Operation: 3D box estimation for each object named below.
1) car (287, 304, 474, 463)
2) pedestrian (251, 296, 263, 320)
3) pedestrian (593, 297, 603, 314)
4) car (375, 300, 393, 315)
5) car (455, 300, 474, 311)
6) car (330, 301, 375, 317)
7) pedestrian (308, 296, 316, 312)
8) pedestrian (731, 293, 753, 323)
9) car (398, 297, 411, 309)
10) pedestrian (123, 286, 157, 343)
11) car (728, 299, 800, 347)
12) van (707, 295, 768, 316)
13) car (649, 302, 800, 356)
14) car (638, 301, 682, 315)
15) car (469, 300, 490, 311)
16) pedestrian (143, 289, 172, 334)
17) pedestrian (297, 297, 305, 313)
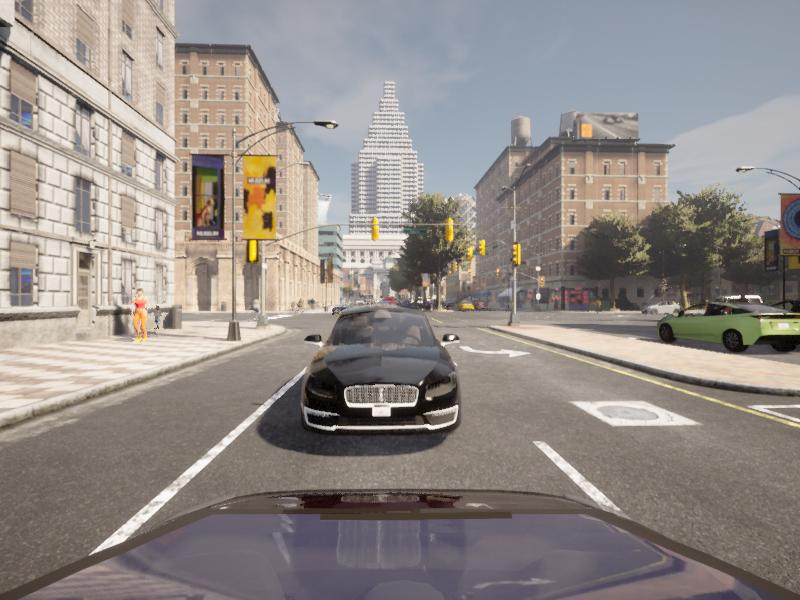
[{"bbox_3d":[-0.274,0.843,6.384,1.837,1.490,4.892,0,0,-2],"label":"car"},{"bbox_3d":[-11.092,0.635,31.044,0.751,1.860,0.751,0,0,-7],"label":"pedestrian"},{"bbox_3d":[21.673,0.634,43.727,0.751,1.860,0.751,0,0,9],"label":"pedestrian"},{"bbox_3d":[-1.750,0.819,44.203,1.882,1.535,5.008,0,0,-2],"label":"car"},{"bbox_3d":[9.251,0.796,57.785,1.801,1.575,5.366,0,0,-2],"label":"car"},{"bbox_3d":[-4.474,0.850,37.903,3.806,1.475,1.970,0,0,14],"label":"car"},{"bbox_3d":[-10.780,0.481,49.253,0.751,1.860,0.751,0,0,10],"label":"pedestrian"},{"bbox_3d":[21.781,0.483,25.474,0.751,1.860,0.751,0,0,3],"label":"pedestrian"},{"bbox_3d":[0.731,0.567,70.325,2.150,2.045,5.566,0,0,-2],"label":"car"},{"bbox_3d":[-8.724,0.484,13.447,0.751,1.860,0.751,0,0,-11],"label":"pedestrian"},{"bbox_3d":[14.425,0.787,14.434,1.851,1.617,3.988,0,0,-2],"label":"car"},{"bbox_3d":[34.098,0.568,40.466,4.480,2.038,2.069,0,0,-2],"label":"van"},{"bbox_3d":[10.943,0.827,13.631,2.007,1.525,4.514,0,0,-2],"label":"car"},{"bbox_3d":[28.381,0.823,43.715,3.633,1.501,1.845,0,0,-3],"label":"car"},{"bbox_3d":[12.516,0.775,63.216,2.152,1.651,5.027,0,0,-2],"label":"car"},{"bbox_3d":[-10.326,0.484,17.048,0.751,1.860,0.751,0,0,3],"label":"pedestrian"},{"bbox_3d":[-11.521,0.628,46.568,0.751,1.860,0.751,0,0,-2],"label":"pedestrian"}]
